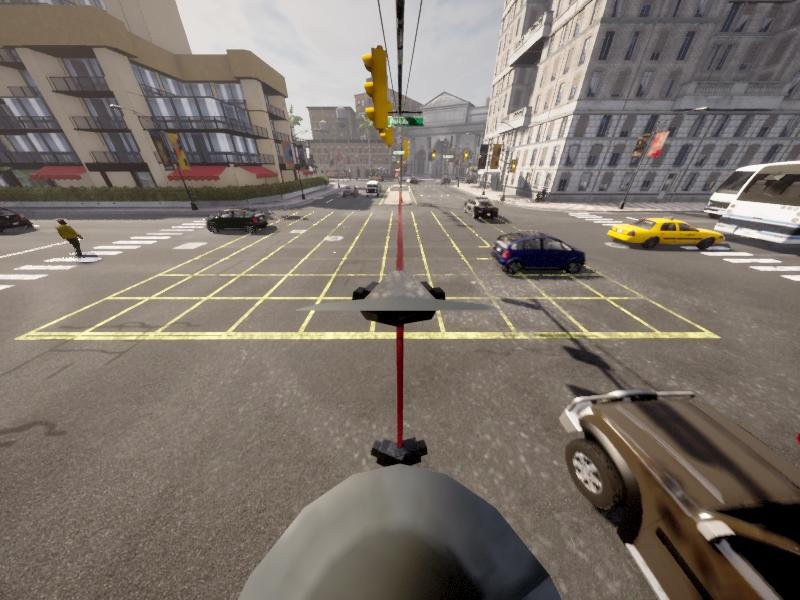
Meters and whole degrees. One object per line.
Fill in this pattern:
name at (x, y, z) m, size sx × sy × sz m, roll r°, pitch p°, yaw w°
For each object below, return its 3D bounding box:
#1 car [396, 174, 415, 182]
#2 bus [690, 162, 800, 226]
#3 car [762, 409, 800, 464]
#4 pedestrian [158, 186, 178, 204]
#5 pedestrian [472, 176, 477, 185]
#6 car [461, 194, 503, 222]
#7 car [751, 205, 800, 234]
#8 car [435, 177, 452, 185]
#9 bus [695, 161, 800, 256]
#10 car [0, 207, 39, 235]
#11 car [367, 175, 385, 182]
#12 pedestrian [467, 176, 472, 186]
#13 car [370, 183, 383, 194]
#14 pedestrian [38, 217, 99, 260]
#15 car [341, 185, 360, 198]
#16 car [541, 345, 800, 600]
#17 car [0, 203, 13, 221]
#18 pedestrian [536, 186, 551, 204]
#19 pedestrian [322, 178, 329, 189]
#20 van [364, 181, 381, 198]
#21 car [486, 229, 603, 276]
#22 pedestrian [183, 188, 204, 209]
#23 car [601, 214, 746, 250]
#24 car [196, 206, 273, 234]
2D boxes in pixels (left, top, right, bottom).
car at (1.576, -36.677, 69.492) m, size 5.566 × 2.045 × 2.150 m, roll 0°, pitch 30°, yaw 1°
bus at (31.816, -8.515, 18.502) m, size 10.273 × 4.253 × 3.944 m, roll 0°, pitch 30°, yaw 0°
car at (7.206, 2.792, 1.802) m, size 1.994 × 1.385 × 4.181 m, roll 0°, pitch 30°, yaw 0°
pedestrian at (-27.268, -12.355, 27.192) m, size 0.751 × 1.860 × 0.751 m, roll -1°, pitch 30°, yaw -1°
pedestrian at (17.861, -28.587, 55.307) m, size 0.751 × 1.860 × 0.751 m, roll -8°, pitch 31°, yaw -13°
car at (7.268, -8.482, 21.055) m, size 1.930 × 1.638 × 5.238 m, roll 0°, pitch 30°, yaw 0°
car at (28.522, -5.679, 16.236) m, size 3.988 × 1.617 × 1.851 m, roll 0°, pitch 30°, yaw 0°
car at (11.388, -31.003, 60.083) m, size 2.152 × 1.651 × 5.027 m, roll 22°, pitch 36°, yaw 33°
bus at (24.817, -5.130, 12.639) m, size 10.273 × 4.253 × 3.944 m, roll 0°, pitch 30°, yaw 0°
car at (-28.772, -5.549, 16.089) m, size 3.633 × 1.501 × 1.845 m, roll 0°, pitch 30°, yaw 0°
car at (-7.113, -36.022, 68.522) m, size 4.605 × 1.855 × 1.932 m, roll 10°, pitch 31°, yaw 16°
pedestrian at (16.112, -27.598, 53.593) m, size 0.751 × 1.860 × 0.751 m, roll 1°, pitch 30°, yaw 2°
car at (-4.167, -20.061, 41.308) m, size 1.812 × 1.442 × 4.674 m, roll 0°, pitch 30°, yaw 0°
pedestrian at (-16.189, -3.030, 11.344) m, size 0.751 × 1.860 × 0.751 m, roll -8°, pitch 31°, yaw -14°
car at (-7.682, -17.137, 36.245) m, size 1.812 × 1.442 × 4.674 m, roll 0°, pitch 30°, yaw 0°
car at (3.550, 2.615, 1.604) m, size 1.932 × 1.855 × 4.605 m, roll -2°, pitch 31°, yaw -3°
car at (-35.851, -7.317, 19.123) m, size 3.705 × 1.549 × 1.789 m, roll 0°, pitch 30°, yaw 0°
pedestrian at (16.811, -12.315, 27.123) m, size 0.751 × 1.860 × 0.751 m, roll -4°, pitch 30°, yaw -6°
pedestrian at (-14.414, -22.559, 44.866) m, size 0.751 × 1.860 × 0.751 m, roll 4°, pitch 30°, yaw 8°
van at (-4.179, -17.084, 35.556) m, size 2.069 × 2.038 × 4.480 m, roll 0°, pitch 30°, yaw 0°
car at (6.041, -2.126, 10.129) m, size 3.705 × 1.549 × 1.789 m, roll 0°, pitch 30°, yaw 0°
pedestrian at (-21.600, -10.620, 24.186) m, size 0.751 × 1.860 × 0.751 m, roll -1°, pitch 30°, yaw -2°
car at (15.311, -3.961, 13.285) m, size 5.366 × 1.575 × 1.801 m, roll 2°, pitch 30°, yaw 3°
car at (-11.409, -5.602, 16.149) m, size 3.705 × 1.549 × 1.789 m, roll 0°, pitch 30°, yaw 0°
